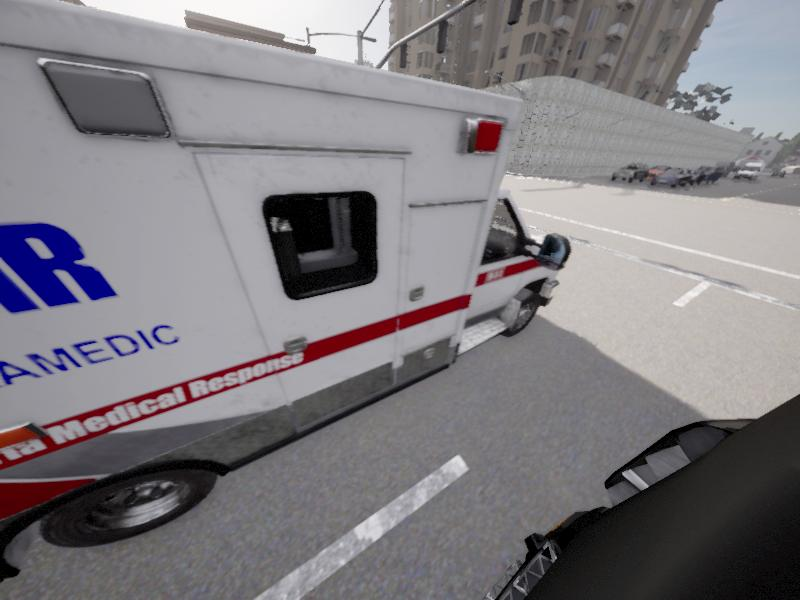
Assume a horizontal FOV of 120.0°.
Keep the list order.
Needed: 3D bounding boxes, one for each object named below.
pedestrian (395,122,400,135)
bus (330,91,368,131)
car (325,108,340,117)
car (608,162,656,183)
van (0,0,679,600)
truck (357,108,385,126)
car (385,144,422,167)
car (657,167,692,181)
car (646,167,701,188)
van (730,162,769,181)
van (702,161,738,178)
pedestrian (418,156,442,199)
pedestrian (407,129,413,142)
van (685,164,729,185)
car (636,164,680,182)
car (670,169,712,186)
[{"bbox_3d":[-0.540,-33.629,45.305,0.751,1.860,0.751,-15,38,-25],"label":"pedestrian"},{"bbox_3d":[-10.214,-37.241,45.450,3.944,4.253,10.273,-16,50,-26],"label":"bus"},{"bbox_3d":[-15.547,-42.981,53.060,1.895,1.301,4.718,-16,43,-26],"label":"car"},{"bbox_3d":[26.133,-14.385,26.031,4.605,1.855,1.932,-16,38,-26],"label":"car"},{"bbox_3d":[-0.829,-0.357,2.244,6.366,2.431,2.351,-16,38,-26],"label":"van"},{"bbox_3d":[-9.392,-59.604,75.251,8.468,3.827,2.891,-15,38,-25],"label":"truck"},{"bbox_3d":[0.321,-17.495,27.950,1.930,1.638,5.238,-16,43,-26],"label":"car"},{"bbox_3d":[38.267,-17.625,32.238,4.193,1.474,1.816,-16,38,-26],"label":"car"},{"bbox_3d":[28.032,-12.586,23.694,4.856,1.649,2.033,-16,38,-26],"label":"car"},{"bbox_3d":[59.099,-21.703,39.022,5.915,2.561,1.988,-16,38,-26],"label":"van"},{"bbox_3d":[57.928,-23.602,41.797,5.915,2.561,1.988,-16,38,-26],"label":"van"},{"bbox_3d":[1.513,-6.301,11.872,0.751,1.860,0.751,-17,38,-27],"label":"pedestrian"},{"bbox_3d":[1.822,-30.107,42.191,0.751,1.860,0.751,-23,42,-34],"label":"pedestrian"},{"bbox_3d":[37.980,-15.528,28.583,4.442,1.987,1.775,-16,38,-26],"label":"van"},{"bbox_3d":[32.816,-16.227,29.411,4.553,1.767,2.097,-16,38,-26],"label":"car"},{"bbox_3d":[33.053,-13.958,26.244,3.633,1.501,1.845,-16,38,-26],"label":"car"}]
